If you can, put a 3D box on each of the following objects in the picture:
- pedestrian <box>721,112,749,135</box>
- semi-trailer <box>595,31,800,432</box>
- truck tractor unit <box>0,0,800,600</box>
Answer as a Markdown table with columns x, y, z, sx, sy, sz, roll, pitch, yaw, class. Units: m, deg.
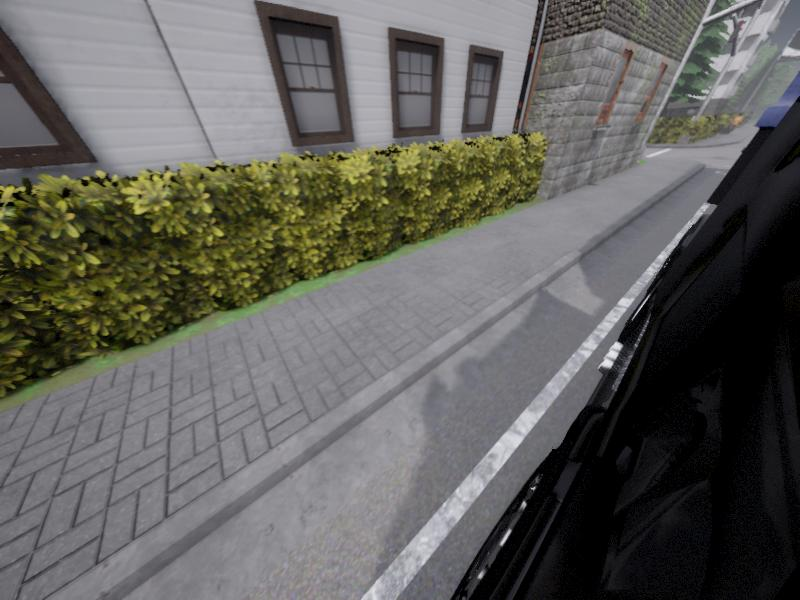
| x | y | z | sx | sy | sz | roll | pitch | yaw | class |
| --- | --- | --- | --- | --- | --- | --- | --- | --- | --- |
| 33.681 | -17.745 | 23.272 | 0.751 | 1.860 | 0.751 | 26 | 46 | 33 | pedestrian |
| 8.812 | -3.533 | 4.100 | 14.254 | 4.402 | 2.717 | -27 | 43 | -28 | semi-trailer |
| 2.645 | -0.295 | 0.352 | 6.516 | 4.208 | 3.053 | -28 | 44 | -30 | truck tractor unit |
